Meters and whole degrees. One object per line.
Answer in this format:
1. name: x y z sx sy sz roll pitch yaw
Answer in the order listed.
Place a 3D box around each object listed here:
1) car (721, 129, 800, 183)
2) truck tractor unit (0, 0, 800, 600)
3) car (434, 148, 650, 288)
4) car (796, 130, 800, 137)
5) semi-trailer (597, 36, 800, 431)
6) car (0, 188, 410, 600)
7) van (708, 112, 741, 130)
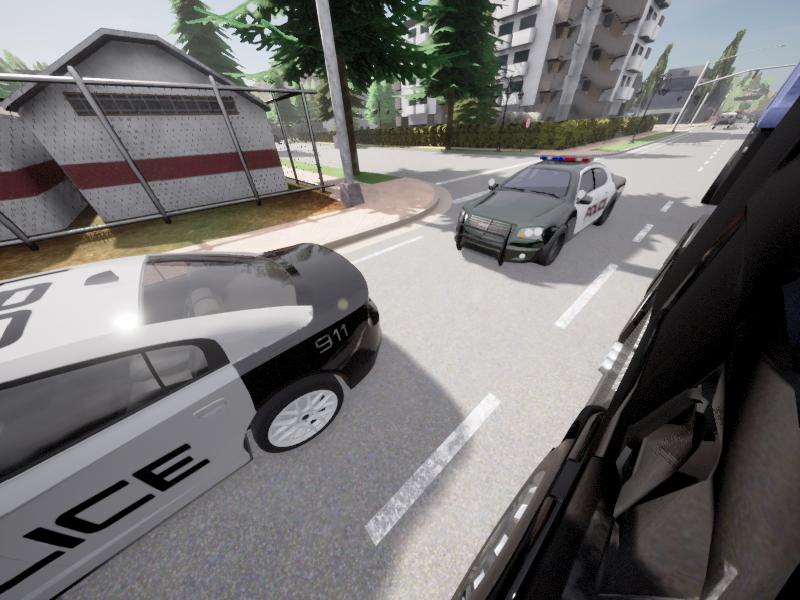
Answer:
1. car: 15.514 -6.061 9.549 3.806 1.475 1.970 -28 43 -30
2. truck tractor unit: 2.645 -0.295 0.351 6.516 4.208 3.053 -28 44 -30
3. car: 3.274 -2.280 5.204 4.974 1.542 2.038 -28 44 -30
4. car: 39.552 -16.266 21.562 5.366 1.575 1.801 -28 44 -30
5. semi-trailer: 8.730 -3.586 4.193 14.254 4.402 2.717 -28 43 -29
6. car: -2.545 0.792 1.375 5.238 1.638 1.930 -28 44 -30
7. van: 50.398 -27.758 35.845 4.480 2.038 2.069 -28 44 -30
